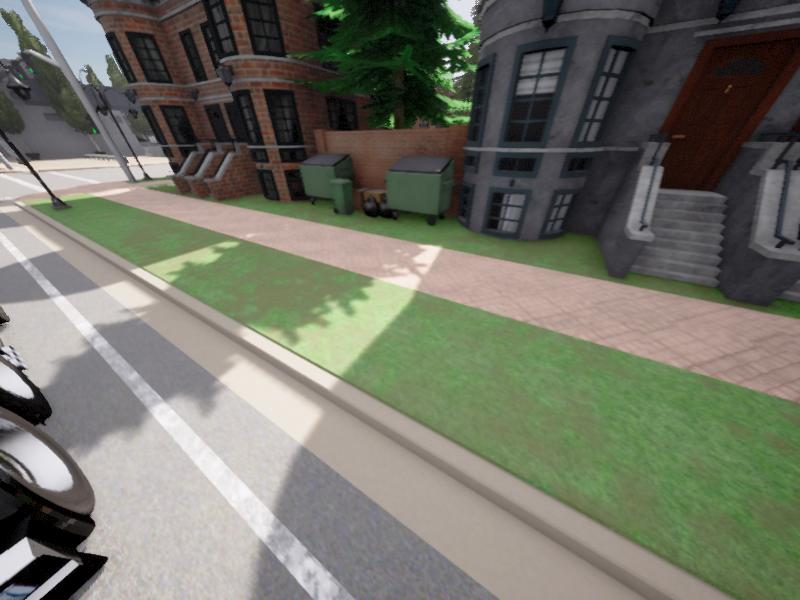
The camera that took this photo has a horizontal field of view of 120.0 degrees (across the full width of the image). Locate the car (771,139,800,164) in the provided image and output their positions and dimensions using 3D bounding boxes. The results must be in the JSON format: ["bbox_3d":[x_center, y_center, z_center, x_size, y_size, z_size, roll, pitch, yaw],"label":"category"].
[{"bbox_3d":[41.387,-14.678,22.850,2.150,2.045,5.566,14,37,20],"label":"car"}]

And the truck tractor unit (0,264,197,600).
[{"bbox_3d":[-5.113,-0.297,0.788,6.516,4.208,3.053,18,39,24],"label":"truck tractor unit"}]
